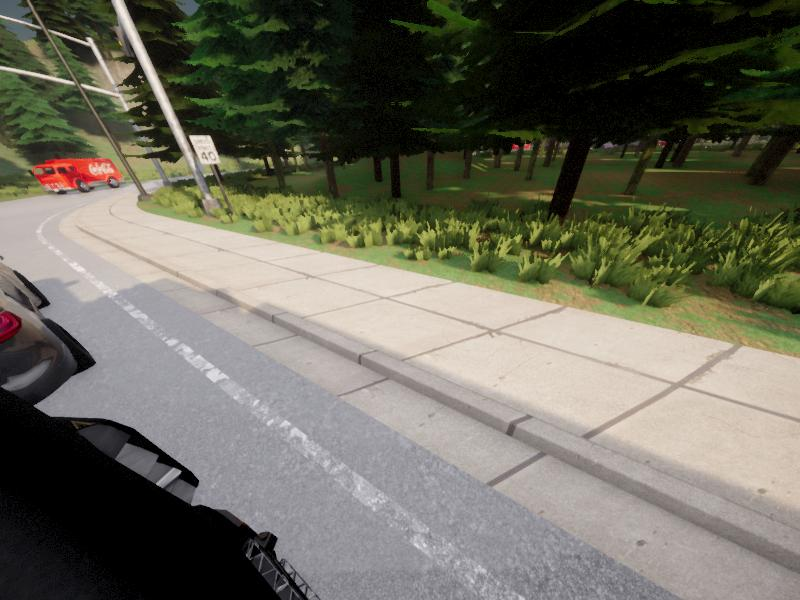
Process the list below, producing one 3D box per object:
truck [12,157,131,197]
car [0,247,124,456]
[{"bbox_3d":[-27.893,-10.851,20.153,2.627,2.467,5.204,-7,34,-6],"label":"truck"},{"bbox_3d":[-5.792,0.286,2.438,4.611,1.667,2.242,16,38,26],"label":"car"}]
